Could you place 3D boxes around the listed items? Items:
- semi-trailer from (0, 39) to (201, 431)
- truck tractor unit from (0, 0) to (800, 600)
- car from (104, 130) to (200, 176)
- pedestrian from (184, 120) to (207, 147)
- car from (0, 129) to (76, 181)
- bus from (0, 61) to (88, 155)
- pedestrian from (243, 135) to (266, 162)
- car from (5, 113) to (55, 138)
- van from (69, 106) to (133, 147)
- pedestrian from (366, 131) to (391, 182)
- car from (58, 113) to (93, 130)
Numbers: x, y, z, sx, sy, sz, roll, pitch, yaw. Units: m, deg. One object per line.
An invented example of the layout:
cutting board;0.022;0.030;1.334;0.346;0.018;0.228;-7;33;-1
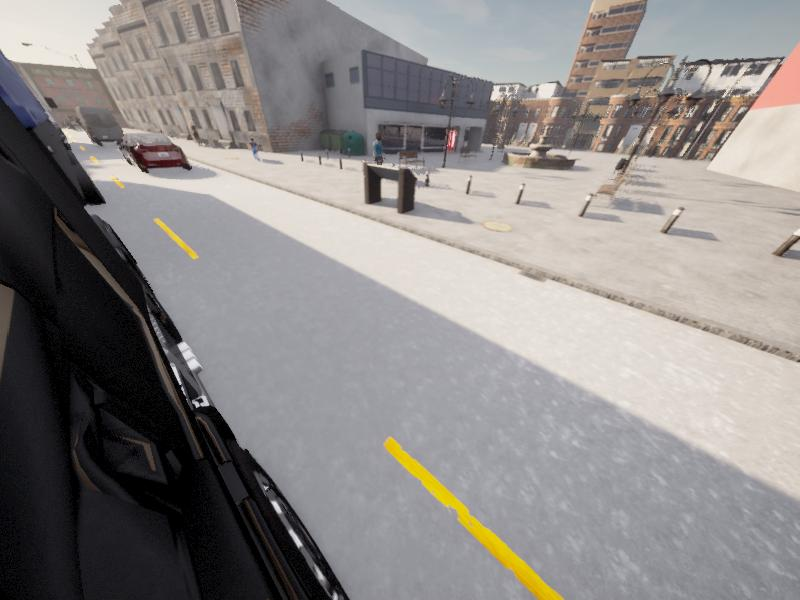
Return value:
semi-trailer;-8.678;-3.615;4.253;14.254;4.402;2.717;28;44;30
truck tractor unit;-2.645;-0.295;0.351;6.516;4.208;3.053;28;44;30
car;-12.619;-7.578;11.740;4.792;1.488;2.163;28;44;30
pedestrian;-17.739;-14.447;20.046;0.751;1.860;0.751;31;45;33
car;-16.553;-6.533;10.188;5.357;1.411;2.033;28;44;30
bus;-26.557;-13.061;15.903;10.273;4.253;3.944;28;44;30
pedestrian;-8.957;-9.322;14.214;0.751;1.300;0.751;-23;44;-30
car;-37.411;-17.733;23.441;3.866;1.878;1.905;28;44;30
van;-26.064;-15.130;20.110;5.915;2.561;1.988;28;44;30
pedestrian;-0.959;-6.394;10.329;0.751;1.860;0.751;-26;46;-33
car;-48.716;-26.669;34.649;4.605;1.855;1.932;22;41;28
